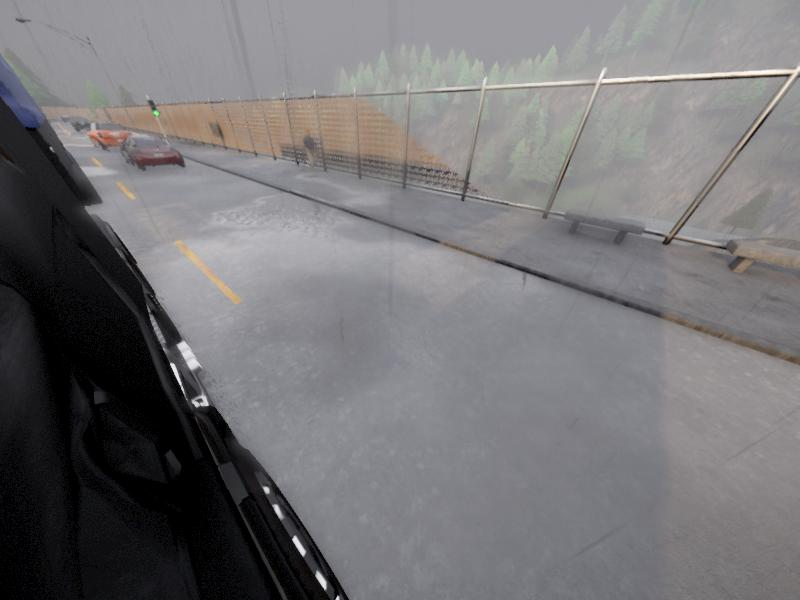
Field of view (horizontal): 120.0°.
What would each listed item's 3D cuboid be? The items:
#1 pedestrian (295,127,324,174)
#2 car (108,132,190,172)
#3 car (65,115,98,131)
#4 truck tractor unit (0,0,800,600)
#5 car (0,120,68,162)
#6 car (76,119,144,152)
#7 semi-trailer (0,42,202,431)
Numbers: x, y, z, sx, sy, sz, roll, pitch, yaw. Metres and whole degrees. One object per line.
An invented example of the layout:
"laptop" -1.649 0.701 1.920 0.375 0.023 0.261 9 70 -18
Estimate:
"pedestrian" -4.502 -7.492 11.609 0.751 1.860 0.751 28 44 30
"car" -13.430 -8.008 12.369 4.181 1.385 1.994 28 44 30
"car" -47.075 -26.113 34.125 4.553 1.767 2.097 28 44 30
"truck tractor unit" -2.645 -0.295 0.351 6.516 4.208 3.053 28 44 30
"car" -21.648 -9.374 13.456 5.238 1.638 1.930 28 44 30
"car" -22.100 -12.617 17.634 4.553 1.767 2.097 26 43 28
"semi-trailer" -8.698 -3.605 4.228 14.254 4.402 2.717 28 44 30
